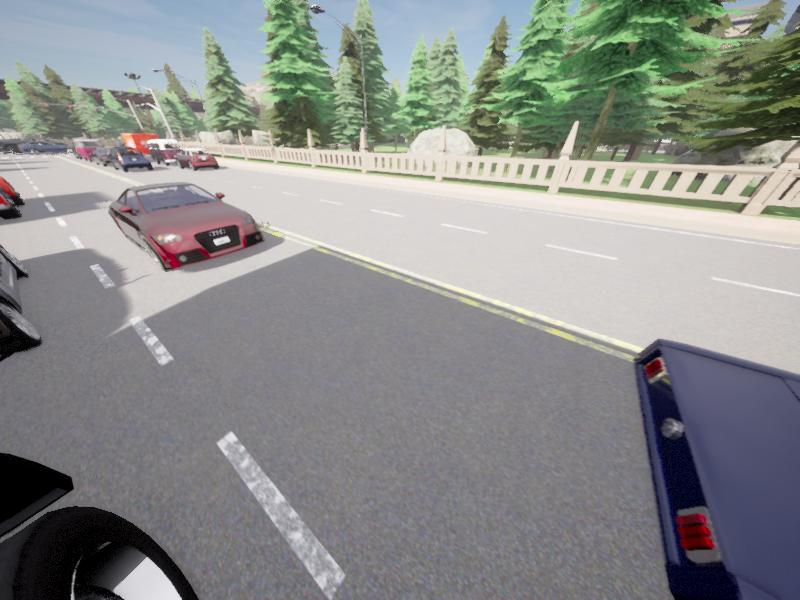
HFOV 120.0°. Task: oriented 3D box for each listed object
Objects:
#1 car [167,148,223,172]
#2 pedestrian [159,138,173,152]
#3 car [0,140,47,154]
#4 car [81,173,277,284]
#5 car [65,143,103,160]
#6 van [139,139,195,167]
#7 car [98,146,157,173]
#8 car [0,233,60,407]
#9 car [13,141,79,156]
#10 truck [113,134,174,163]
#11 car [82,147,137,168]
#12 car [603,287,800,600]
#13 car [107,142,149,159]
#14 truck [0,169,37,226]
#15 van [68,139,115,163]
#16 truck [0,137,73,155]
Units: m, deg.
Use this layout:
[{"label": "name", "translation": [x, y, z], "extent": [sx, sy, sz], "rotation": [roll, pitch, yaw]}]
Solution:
[{"label": "car", "translation": [-17.108, -11.785, 19.298], "extent": [3.806, 1.475, 1.970], "rotation": [22, 40, 28]}, {"label": "pedestrian", "translation": [-38.169, -25.290, 37.711], "extent": [0.751, 1.860, 0.751], "rotation": [23, 41, 29]}, {"label": "car", "translation": [-58.563, -23.378, 35.284], "extent": [2.033, 1.649, 4.856], "rotation": [22, 41, 28]}, {"label": "car", "translation": [-5.312, -2.030, 5.594], "extent": [4.181, 1.385, 1.994], "rotation": [22, 40, 28]}, {"label": "car", "translation": [-37.652, -17.728, 27.501], "extent": [3.705, 1.549, 1.789], "rotation": [22, 41, 28]}, {"label": "van", "translation": [-22.223, -14.100, 22.057], "extent": [4.480, 2.038, 2.069], "rotation": [22, 40, 28]}, {"label": "car", "translation": [-21.581, -11.208, 18.315], "extent": [3.988, 1.617, 1.851], "rotation": [22, 40, 28]}, {"label": "car", "translation": [-6.541, -0.183, 2.724], "extent": [5.238, 1.638, 1.930], "rotation": [22, 40, 28]}, {"label": "car", "translation": [-51.390, -22.205, 33.688], "extent": [2.152, 1.651, 5.027], "rotation": [22, 41, 28]}, {"label": "truck", "translation": [-27.903, -16.590, 25.179], "extent": [5.204, 2.467, 2.627], "rotation": [22, 40, 28]}, {"label": "car", "translation": [-27.116, -13.374, 21.535], "extent": [5.357, 1.411, 2.033], "rotation": [22, 40, 28]}, {"label": "car", "translation": [3.674, 1.660, 0.484], "extent": [4.718, 1.301, 1.895], "rotation": [22, 40, 28]}, {"label": "car", "translation": [-34.049, -18.744, 28.923], "extent": [4.856, 1.649, 2.033], "rotation": [22, 41, 28]}, {"label": "truck", "translation": [-14.578, -3.800, 7.069], "extent": [5.204, 2.467, 2.627], "rotation": [22, 40, 28]}, {"label": "van", "translation": [-32.932, -15.984, 24.683], "extent": [4.442, 1.987, 1.775], "rotation": [22, 40, 28]}, {"label": "truck", "translation": [-54.784, -23.138, 34.571], "extent": [2.390, 2.098, 6.274], "rotation": [22, 41, 28]}]
